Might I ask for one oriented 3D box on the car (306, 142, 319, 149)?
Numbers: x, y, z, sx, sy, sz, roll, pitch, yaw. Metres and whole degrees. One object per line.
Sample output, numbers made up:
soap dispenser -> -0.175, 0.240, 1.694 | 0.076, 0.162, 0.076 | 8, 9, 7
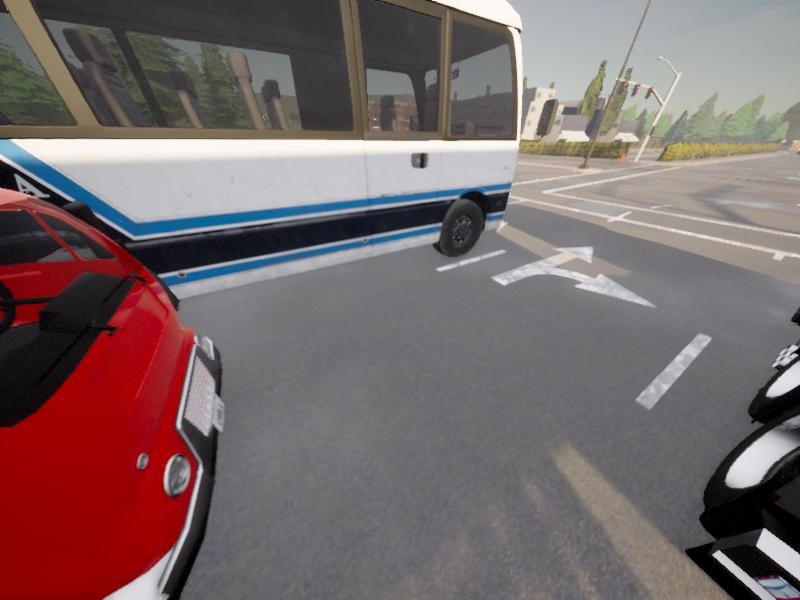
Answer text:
car -> -25.886, -45.812, 68.272 | 2.038, 1.542, 4.974 | -19, 40, -25

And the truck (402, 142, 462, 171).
truck -> 2.806, -14.155, 22.524 | 2.390, 2.098, 6.274 | -19, 39, -25

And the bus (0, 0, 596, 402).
bus -> -2.440, -2.550, 3.925 | 10.273, 4.253, 3.944 | -18, 39, -24

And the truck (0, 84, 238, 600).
truck -> -3.757, 0.998, 0.374 | 5.204, 2.467, 2.627 | -18, 39, -24

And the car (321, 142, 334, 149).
car -> -21.290, -45.314, 67.517 | 2.033, 1.649, 4.856 | -18, 39, -25

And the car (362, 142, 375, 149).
car -> -9.545, -46.749, 69.831 | 1.812, 1.442, 4.674 | -18, 39, -25

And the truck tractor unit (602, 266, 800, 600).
truck tractor unit -> 5.114, -0.297, 0.779 | 6.516, 4.208, 3.053 | -18, 39, -24

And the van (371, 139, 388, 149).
van -> -6.319, -47.957, 70.730 | 2.351, 2.431, 6.366 | -18, 39, -25

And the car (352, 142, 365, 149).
car -> -12.185, -45.414, 67.816 | 2.038, 1.542, 4.974 | -18, 39, -24
